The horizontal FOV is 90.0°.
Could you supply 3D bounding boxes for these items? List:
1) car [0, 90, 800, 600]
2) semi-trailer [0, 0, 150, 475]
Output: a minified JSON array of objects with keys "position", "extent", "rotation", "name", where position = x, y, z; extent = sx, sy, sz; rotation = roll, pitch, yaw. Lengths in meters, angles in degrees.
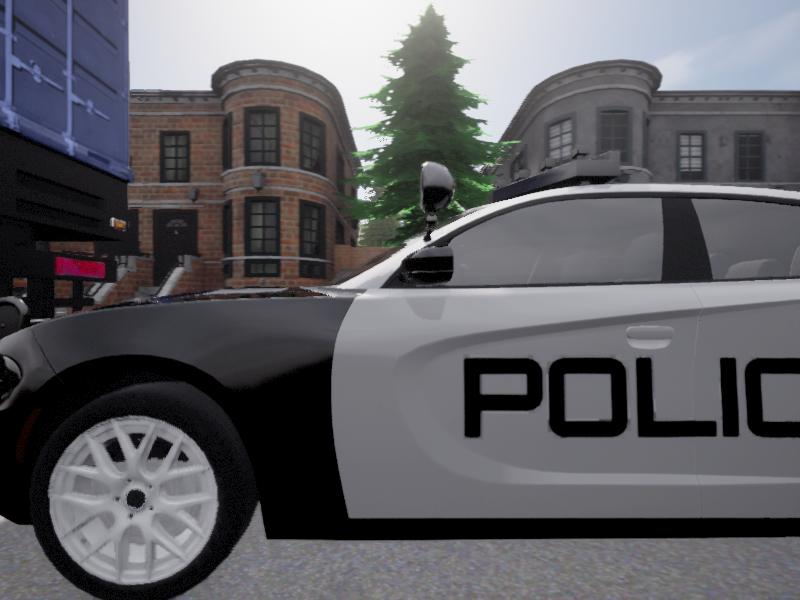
[{"position":[0.646,0.170,2.202],"extent":[5.238,1.638,1.930],"rotation":[0,0,0],"name":"car"},{"position":[-9.358,-1.205,2.197],"extent":[14.254,4.402,2.717],"rotation":[0,0,0],"name":"semi-trailer"}]
